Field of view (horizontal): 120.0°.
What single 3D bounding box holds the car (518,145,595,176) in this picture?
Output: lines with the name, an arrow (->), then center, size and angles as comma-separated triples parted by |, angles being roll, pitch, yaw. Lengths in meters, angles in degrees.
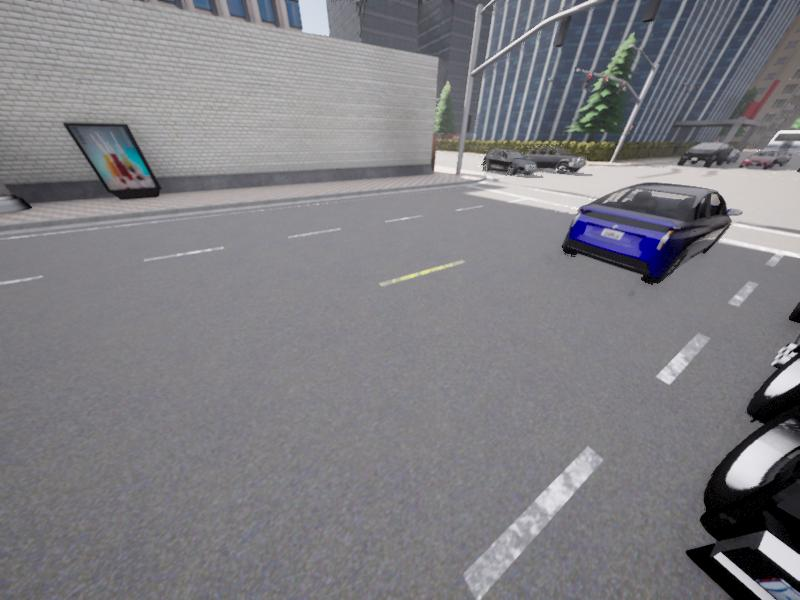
car -> 12.583, -11.597, 19.020 | 1.932, 1.855, 4.605 | -18, 39, -24

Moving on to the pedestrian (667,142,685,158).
pedestrian -> 39.147, -21.309, 32.777 | 0.751, 1.860, 0.751 | -18, 39, -25

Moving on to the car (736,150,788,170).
car -> 35.457, -13.753, 22.642 | 4.193, 1.474, 1.816 | -18, 39, -24

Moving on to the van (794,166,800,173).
van -> 37.754, -12.588, 20.093 | 5.915, 2.561, 1.988 | -18, 39, -24

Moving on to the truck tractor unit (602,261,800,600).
truck tractor unit -> 5.106, -0.306, 0.778 | 6.516, 4.208, 3.053 | -19, 39, -24

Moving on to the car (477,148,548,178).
car -> 8.465, -10.817, 18.090 | 2.033, 1.649, 4.856 | -11, 36, -17

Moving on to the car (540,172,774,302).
car -> 5.699, -1.762, 5.202 | 4.514, 1.525, 2.007 | -19, 40, -25

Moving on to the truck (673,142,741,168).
truck -> 32.152, -15.255, 24.194 | 6.274, 2.098, 2.390 | -18, 39, -24

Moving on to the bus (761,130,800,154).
bus -> 91.397, -35.404, 51.760 | 3.944, 4.253, 10.273 | -18, 39, -24
